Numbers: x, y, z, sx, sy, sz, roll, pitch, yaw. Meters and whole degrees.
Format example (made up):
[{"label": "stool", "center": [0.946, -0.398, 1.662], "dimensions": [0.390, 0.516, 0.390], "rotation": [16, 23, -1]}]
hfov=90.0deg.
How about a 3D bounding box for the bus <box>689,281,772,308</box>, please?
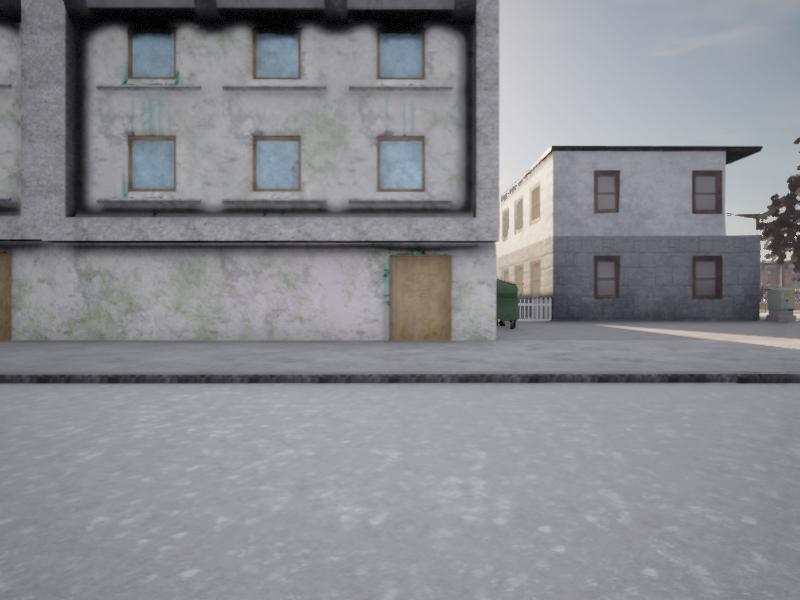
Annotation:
[{"label": "bus", "center": [53.252, -0.925, 64.666], "dimensions": [10.273, 4.253, 3.944], "rotation": [0, 0, 0]}]
